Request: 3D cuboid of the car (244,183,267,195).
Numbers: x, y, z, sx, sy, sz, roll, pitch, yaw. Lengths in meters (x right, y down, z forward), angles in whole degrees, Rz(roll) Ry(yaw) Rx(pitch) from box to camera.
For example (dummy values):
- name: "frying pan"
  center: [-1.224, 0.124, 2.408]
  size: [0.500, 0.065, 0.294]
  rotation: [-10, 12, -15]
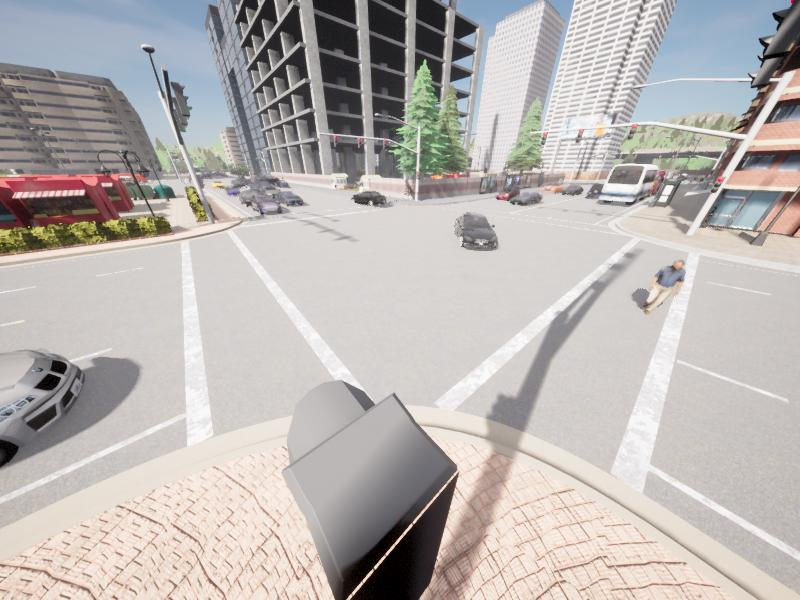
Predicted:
- name: "car"
  center: [-24.100, -18.549, 38.495]
  size: [2.038, 1.542, 4.974]
  rotation: [-23, 37, -34]

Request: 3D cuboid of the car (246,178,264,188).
- name: "car"
  center: [-32.368, -26.160, 51.584]
  size: [2.152, 1.651, 5.027]
  rotation: [-23, 37, -34]

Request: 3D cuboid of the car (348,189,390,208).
- name: "car"
  center: [-3.676, -11.970, 27.095]
  size: [5.008, 1.535, 1.882]
  rotation: [23, 38, 34]

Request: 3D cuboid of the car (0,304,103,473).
- name: "car"
  center: [-7.986, 1.961, 2.938]
  size: [4.611, 1.667, 2.242]
  rotation: [-22, 37, -34]

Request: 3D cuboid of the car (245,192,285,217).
- name: "car"
  center: [-13.363, -9.559, 22.824]
  size: [2.033, 1.649, 4.856]
  rotation: [-23, 37, -34]

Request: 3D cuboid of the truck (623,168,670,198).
- name: "truck"
  center: [38.913, -18.603, 36.395]
  size: [8.468, 3.827, 2.891]
  rotation: [-23, 37, -34]

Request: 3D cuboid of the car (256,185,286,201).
- name: "car"
  center: [-17.959, -14.993, 32.193]
  size: [2.242, 1.667, 4.611]
  rotation: [-23, 37, -34]

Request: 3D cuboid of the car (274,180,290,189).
- name: "car"
  center: [-24.735, -24.344, 48.501]
  size: [1.789, 1.549, 3.705]
  rotation: [-23, 37, -34]

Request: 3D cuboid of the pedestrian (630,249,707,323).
- name: "pedestrian"
  center: [7.630, -0.402, 6.686]
  size: [0.751, 1.860, 0.751]
  rotation: [24, 37, 35]

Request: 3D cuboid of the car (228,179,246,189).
- name: "car"
  center: [-35.038, -25.038, 49.621]
  size: [1.930, 1.638, 5.238]
  rotation: [-23, 37, -34]

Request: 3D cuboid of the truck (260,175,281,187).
- name: "truck"
  center: [-30.214, -27.806, 53.952]
  size: [2.390, 2.098, 6.274]
  rotation: [-23, 37, -34]

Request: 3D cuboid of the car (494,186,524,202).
- name: "car"
  center: [14.779, -14.395, 31.332]
  size: [3.988, 1.617, 1.851]
  rotation: [-23, 37, -34]

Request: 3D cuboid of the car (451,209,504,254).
- name: "car"
  center: [4.396, -4.327, 13.965]
  size: [1.837, 1.490, 4.892]
  rotation: [2, 30, 4]

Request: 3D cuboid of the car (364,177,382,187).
- name: "car"
  center: [-5.875, -25.875, 50.553]
  size: [1.905, 1.878, 3.866]
  rotation: [-23, 37, -34]

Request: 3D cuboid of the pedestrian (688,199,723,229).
- name: "pedestrian"
  center: [21.492, -6.058, 16.285]
  size: [0.751, 1.860, 0.751]
  rotation: [26, 39, 37]

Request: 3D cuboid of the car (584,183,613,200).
- name: "car"
  center: [28.954, -15.873, 33.628]
  size: [3.866, 1.878, 1.905]
  rotation: [-23, 37, -34]

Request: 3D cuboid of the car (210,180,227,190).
- name: "car"
  center: [-36.876, -23.372, 46.838]
  size: [1.882, 1.535, 5.008]
  rotation: [-23, 37, -34]

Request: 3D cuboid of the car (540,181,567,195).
- name: "car"
  center: [26.288, -19.285, 39.621]
  size: [4.553, 1.767, 2.097]
  rotation: [-23, 37, -34]

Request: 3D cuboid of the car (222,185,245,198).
- name: "car"
  center: [-25.330, -16.548, 35.081]
  size: [1.816, 1.474, 4.193]
  rotation: [-23, 37, -34]

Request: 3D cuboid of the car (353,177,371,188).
- name: "car"
  center: [-8.128, -24.929, 48.916]
  size: [1.905, 1.878, 3.866]
  rotation: [-23, 37, -34]

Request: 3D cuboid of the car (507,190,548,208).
- name: "car"
  center: [15.418, -12.287, 27.893]
  size: [5.357, 1.411, 2.033]
  rotation: [-23, 37, -34]

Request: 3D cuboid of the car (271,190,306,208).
- name: "car"
  center: [-13.316, -12.140, 27.528]
  size: [2.033, 1.411, 5.357]
  rotation: [-23, 37, -34]

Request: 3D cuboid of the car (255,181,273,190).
- name: "car"
  center: [-27.676, -23.289, 46.862]
  size: [1.994, 1.385, 4.181]
  rotation: [-23, 37, -34]

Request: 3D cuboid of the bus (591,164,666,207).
- name: "bus"
  center: [29.081, -14.758, 29.308]
  size: [10.273, 4.253, 3.944]
  rotation: [-23, 37, -34]

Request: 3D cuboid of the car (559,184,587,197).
- name: "car"
  center: [27.370, -17.334, 36.525]
  size: [4.892, 1.490, 1.837]
  rotation: [-23, 37, -34]

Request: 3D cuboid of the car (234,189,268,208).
- name: "car"
  center: [-17.514, -11.947, 27.107]
  size: [2.163, 1.488, 4.792]
  rotation: [-23, 37, -34]

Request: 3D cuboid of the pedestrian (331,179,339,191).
- name: "pedestrian"
  center: [-11.793, -20.923, 41.922]
  size: [0.751, 1.860, 0.751]
  rotation: [-26, 39, -37]
